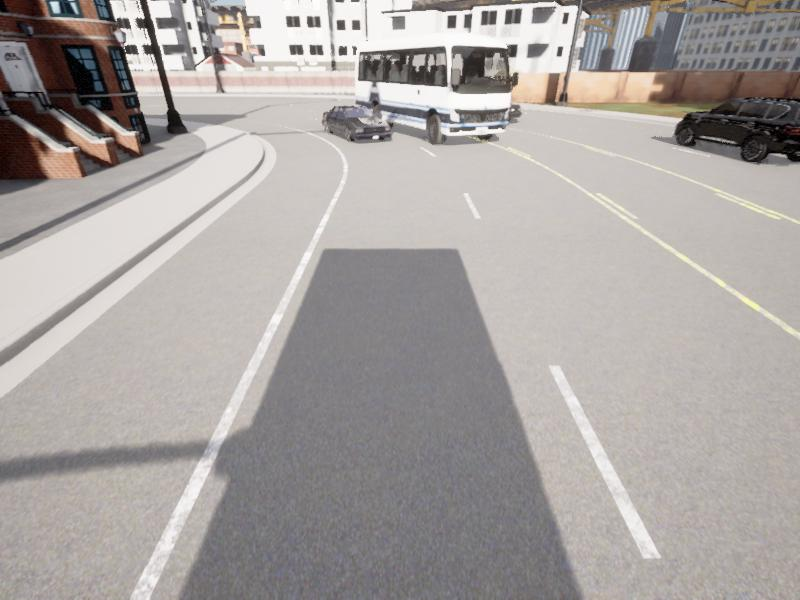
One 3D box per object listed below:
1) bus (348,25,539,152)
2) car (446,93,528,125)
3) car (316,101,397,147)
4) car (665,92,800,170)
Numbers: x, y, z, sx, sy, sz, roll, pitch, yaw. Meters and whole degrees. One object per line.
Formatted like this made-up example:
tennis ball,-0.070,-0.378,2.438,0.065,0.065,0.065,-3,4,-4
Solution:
bus,1.275,-10.598,19.920,3.944,4.253,10.273,-14,33,-25
car,5.475,-12.571,26.119,2.033,1.411,5.357,-17,35,-27
car,-2.278,-8.721,19.535,2.033,1.411,5.357,-14,33,-23
car,13.468,-6.703,15.434,2.150,2.045,5.566,-3,30,-6
